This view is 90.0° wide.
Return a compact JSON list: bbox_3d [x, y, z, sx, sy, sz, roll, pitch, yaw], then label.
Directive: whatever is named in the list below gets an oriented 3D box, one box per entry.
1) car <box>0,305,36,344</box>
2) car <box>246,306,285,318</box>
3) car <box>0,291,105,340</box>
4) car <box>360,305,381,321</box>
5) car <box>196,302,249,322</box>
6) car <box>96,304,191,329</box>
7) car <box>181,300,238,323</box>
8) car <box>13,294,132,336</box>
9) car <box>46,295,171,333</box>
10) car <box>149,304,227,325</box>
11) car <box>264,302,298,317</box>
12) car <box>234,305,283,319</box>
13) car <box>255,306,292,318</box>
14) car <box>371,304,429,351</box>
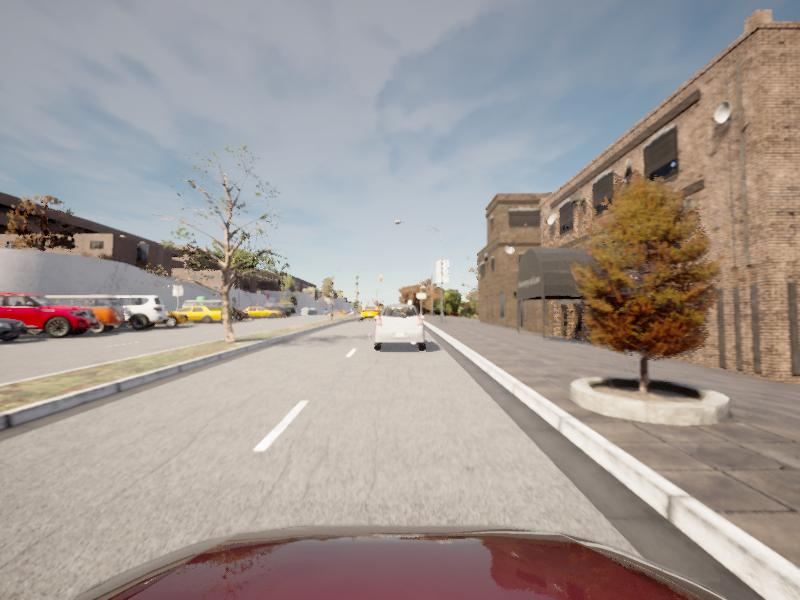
[{"bbox_3d":[-16.977,0.938,14.889,4.674,1.452,2.002,-1,-1,-20],"label":"car"},{"bbox_3d":[-16.996,1.539,50.618,4.674,1.452,2.002,0,-1,-20],"label":"car"},{"bbox_3d":[-16.954,0.677,17.884,5.566,2.045,2.435,-1,-1,-20],"label":"car"},{"bbox_3d":[-3.043,1.339,42.586,1.882,1.535,5.008,0,-1,0],"label":"car"},{"bbox_3d":[-17.019,1.150,38.700,4.553,1.767,2.185,0,-1,-20],"label":"car"},{"bbox_3d":[-16.986,1.056,26.796,5.008,1.535,2.097,0,-1,-20],"label":"car"},{"bbox_3d":[-16.881,0.993,35.776,4.442,1.987,1.878,0,-1,-20],"label":"car"},{"bbox_3d":[-16.873,0.738,20.886,4.442,1.987,1.878,-1,-1,-20],"label":"car"},{"bbox_3d":[-17.007,0.755,23.809,5.566,2.045,2.435,-1,-1,-20],"label":"car"},{"bbox_3d":[-17.157,1.162,32.682,5.366,1.575,1.946,0,-1,-20],"label":"car"},{"bbox_3d":[-16.890,1.384,56.620,4.442,1.987,1.878,0,-1,-20],"label":"car"},{"bbox_3d":[-16.819,1.439,47.706,5.366,1.575,1.946,0,-1,-20],"label":"car"},{"bbox_3d":[-16.990,1.595,53.591,4.674,1.452,2.002,0,-1,-20],"label":"car"},{"bbox_3d":[-0.011,0.892,14.493,1.845,1.501,3.633,0,-1,0],"label":"car"}]
